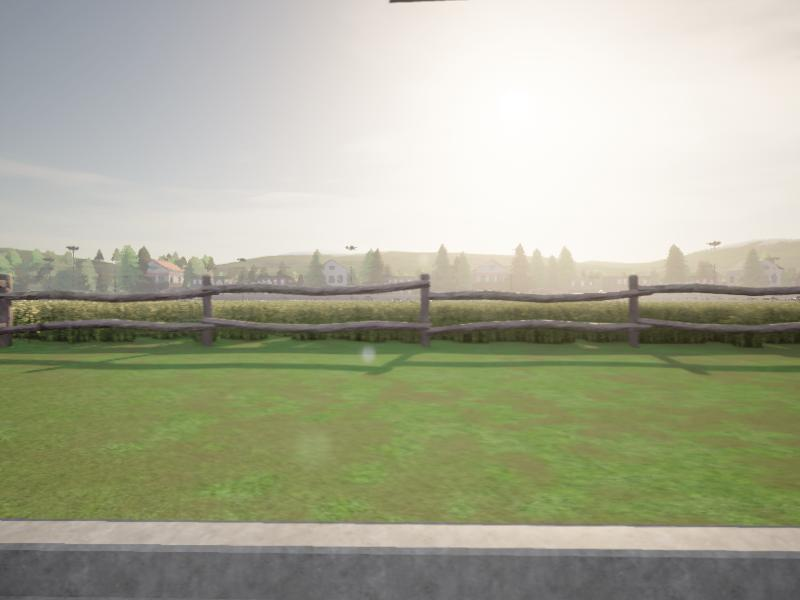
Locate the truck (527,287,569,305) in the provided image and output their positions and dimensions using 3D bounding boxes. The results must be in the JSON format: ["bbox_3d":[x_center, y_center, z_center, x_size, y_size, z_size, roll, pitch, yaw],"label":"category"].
[{"bbox_3d":[33.577,-0.886,90.955,8.468,3.827,2.891,0,0,1],"label":"truck"}]

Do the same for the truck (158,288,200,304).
[{"bbox_3d":[-53.066,-0.937,96.227,8.468,3.827,2.891,0,0,1],"label":"truck"}]
